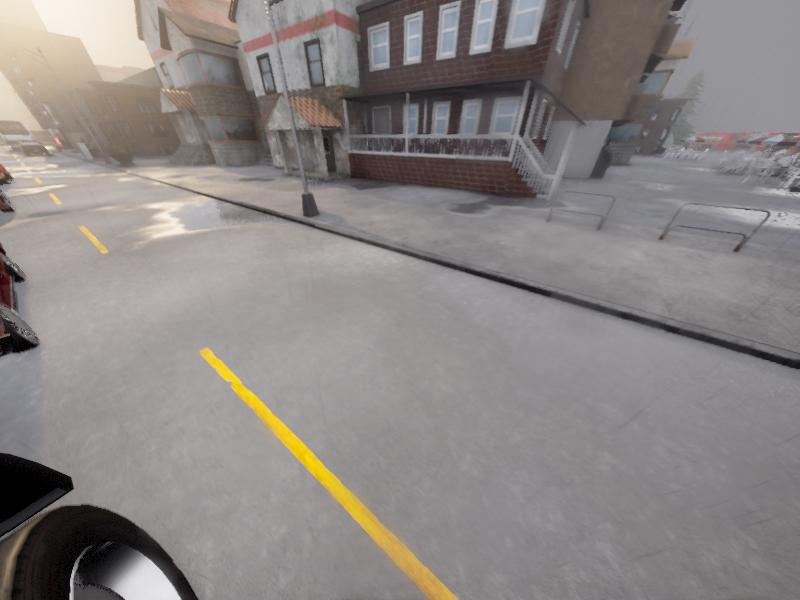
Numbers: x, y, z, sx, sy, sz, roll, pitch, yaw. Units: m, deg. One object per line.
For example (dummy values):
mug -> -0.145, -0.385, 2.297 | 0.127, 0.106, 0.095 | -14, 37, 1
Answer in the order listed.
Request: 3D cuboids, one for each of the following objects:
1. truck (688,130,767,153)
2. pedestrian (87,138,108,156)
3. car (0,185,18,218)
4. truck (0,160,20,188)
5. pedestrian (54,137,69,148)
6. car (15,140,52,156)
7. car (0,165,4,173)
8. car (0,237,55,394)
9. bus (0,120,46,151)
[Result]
truck -> 69.073, -33.863, 49.207 | 8.468, 3.827, 2.891 | 22, 41, 28
pedestrian -> -38.556, -19.527, 29.432 | 0.751, 1.860, 0.751 | 22, 41, 27
car -> -15.284, -3.652, 7.770 | 4.181, 1.385, 1.994 | 22, 41, 28
truck -> -23.065, -7.270, 11.888 | 5.204, 2.467, 2.627 | 22, 40, 28
pedestrian -> -66.949, -31.140, 45.658 | 0.751, 1.860, 0.751 | 16, 38, 21
car -> -49.543, -20.549, 31.200 | 5.238, 1.638, 1.930 | 22, 41, 28
car -> -30.940, -10.249, 16.536 | 3.866, 1.878, 1.905 | 22, 41, 28
car -> -6.514, -0.049, 2.798 | 4.718, 1.301, 1.895 | 22, 41, 28
bus -> -68.966, -29.457, 41.400 | 10.273, 4.253, 3.944 | 22, 41, 28
